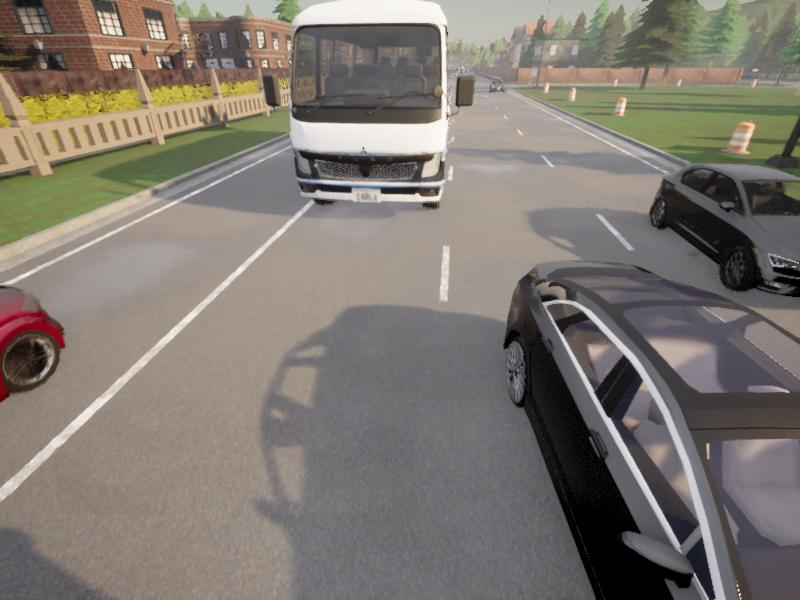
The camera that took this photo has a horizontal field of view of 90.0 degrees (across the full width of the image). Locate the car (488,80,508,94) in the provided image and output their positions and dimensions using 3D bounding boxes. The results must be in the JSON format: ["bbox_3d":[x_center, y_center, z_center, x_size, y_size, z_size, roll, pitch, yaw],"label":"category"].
[{"bbox_3d":[12.452,-27.213,50.998,1.970,1.475,3.806,4,31,7],"label":"car"}]

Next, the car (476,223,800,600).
[{"bbox_3d":[2.085,1.094,2.635,2.128,1.511,4.902,1,31,-1],"label":"car"}]

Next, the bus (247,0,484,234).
[{"bbox_3d":[0.002,-5.911,11.890,3.944,4.253,10.273,3,30,6],"label":"bus"}]

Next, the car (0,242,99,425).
[{"bbox_3d":[-5.019,0.985,2.974,1.994,1.385,4.181,3,31,6],"label":"car"}]

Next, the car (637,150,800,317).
[{"bbox_3d":[6.126,-1.433,6.968,1.816,1.474,4.193,3,31,6],"label":"car"}]

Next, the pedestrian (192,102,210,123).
[{"bbox_3d":[-11.455,-10.815,23.072,0.500,1.100,0.500,3,31,6],"label":"pedestrian"}]

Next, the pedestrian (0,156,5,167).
[{"bbox_3d":[-13.613,-5.120,12.593,0.751,1.860,0.751,4,31,6],"label":"pedestrian"}]
